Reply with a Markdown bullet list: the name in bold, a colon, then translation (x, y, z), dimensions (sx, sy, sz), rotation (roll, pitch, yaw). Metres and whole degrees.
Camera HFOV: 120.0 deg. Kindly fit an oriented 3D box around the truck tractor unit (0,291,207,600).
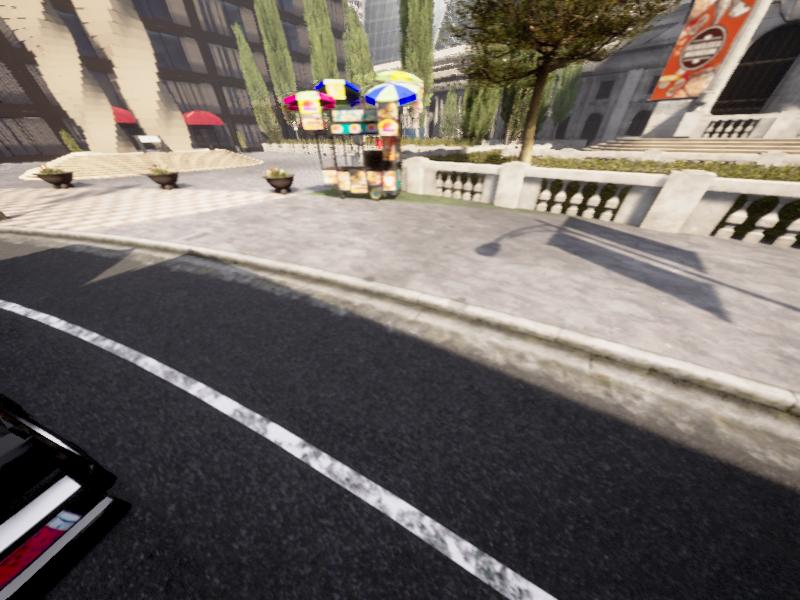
- **truck tractor unit**: translation (-5.255, -0.123, 0.544), dimensions (6.516, 4.208, 3.053), rotation (12, 37, 17)
